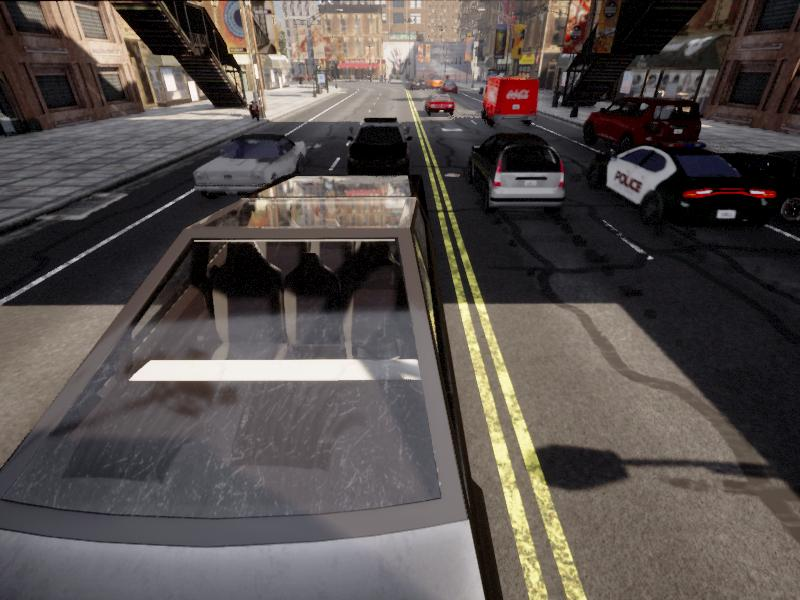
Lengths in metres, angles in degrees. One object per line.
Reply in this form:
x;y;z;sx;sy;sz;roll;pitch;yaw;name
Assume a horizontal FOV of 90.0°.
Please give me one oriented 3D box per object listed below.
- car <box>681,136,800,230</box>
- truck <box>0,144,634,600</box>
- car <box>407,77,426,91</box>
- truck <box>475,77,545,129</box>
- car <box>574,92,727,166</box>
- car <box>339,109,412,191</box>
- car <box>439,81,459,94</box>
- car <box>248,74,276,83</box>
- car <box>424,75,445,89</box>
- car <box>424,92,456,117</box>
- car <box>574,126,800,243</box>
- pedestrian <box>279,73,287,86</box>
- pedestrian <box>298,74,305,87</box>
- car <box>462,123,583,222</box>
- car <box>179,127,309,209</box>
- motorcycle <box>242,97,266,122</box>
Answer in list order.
9.504;-2.959;9.776;1.895;1.301;4.718;0;30;0;car
-0.709;0.188;3.679;2.390;2.098;6.274;0;30;0;truck
2.441;-33.027;61.061;2.242;1.667;4.611;-4;30;-6;car
6.373;-11.961;24.046;2.627;2.467;5.204;0;30;0;truck
9.447;-7.004;15.978;2.435;2.045;5.566;0;30;0;car
-0.629;-5.110;13.150;1.930;1.638;5.238;0;30;0;car
6.316;-27.552;51.821;1.994;1.385;4.181;0;30;0;car
-30.110;-48.248;87.196;5.366;1.575;1.801;8;31;13;car
5.489;-34.625;63.542;2.097;1.767;4.553;-6;31;-10;car
2.867;-14.495;29.558;1.895;1.301;4.718;0;30;0;car
6.362;-3.077;9.766;2.038;1.542;4.974;0;30;0;car
-20.383;-38.354;69.563;0.751;1.860;0.751;26;39;37;pedestrian
-16.056;-35.676;64.968;0.751;1.860;0.751;-12;32;-19;pedestrian
2.864;-3.472;10.370;1.851;1.617;3.988;0;30;0;car
-4.140;-4.017;11.627;1.895;1.301;4.718;0;30;1;car
-9.052;-11.828;24.763;0.856;1.236;1.805;-17;34;-26;motorcycle
